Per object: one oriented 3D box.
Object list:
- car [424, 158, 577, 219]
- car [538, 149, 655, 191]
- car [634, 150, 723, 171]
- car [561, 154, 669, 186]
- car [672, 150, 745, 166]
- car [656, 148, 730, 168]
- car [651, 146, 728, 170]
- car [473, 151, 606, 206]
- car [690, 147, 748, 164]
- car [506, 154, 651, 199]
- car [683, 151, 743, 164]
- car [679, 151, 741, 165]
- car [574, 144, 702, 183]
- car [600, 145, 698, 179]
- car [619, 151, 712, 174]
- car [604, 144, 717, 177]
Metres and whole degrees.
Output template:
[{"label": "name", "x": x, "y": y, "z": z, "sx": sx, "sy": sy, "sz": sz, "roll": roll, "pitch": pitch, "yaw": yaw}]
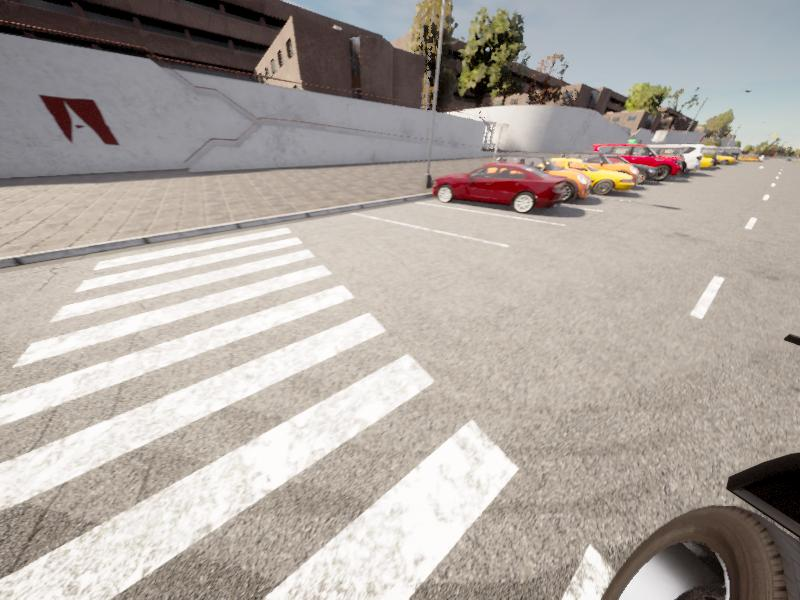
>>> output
[{"label": "car", "x": 3.684, "y": -4.622, "z": 9.180, "sx": 5.008, "sy": 1.535, "sz": 2.097, "roll": 21, "pitch": 40, "yaw": 28}, {"label": "car", "x": 10.963, "y": -7.646, "z": 13.358, "sx": 4.553, "sy": 1.767, "sz": 2.185, "roll": 21, "pitch": 39, "yaw": 28}, {"label": "car", "x": 27.886, "y": -14.211, "z": 23.476, "sx": 5.366, "sy": 1.575, "sz": 1.946, "roll": 22, "pitch": 39, "yaw": 28}, {"label": "car", "x": 13.421, "y": -8.460, "z": 14.852, "sx": 4.674, "sy": 1.452, "sz": 2.002, "roll": 21, "pitch": 39, "yaw": 28}, {"label": "car", "x": 40.381, "y": -18.766, "z": 30.479, "sx": 5.366, "sy": 1.575, "sz": 1.946, "roll": 21, "pitch": 39, "yaw": 28}, {"label": "car", "x": 32.892, "y": -16.135, "z": 26.209, "sx": 4.553, "sy": 1.767, "sz": 2.185, "roll": 21, "pitch": 39, "yaw": 28}, {"label": "car", "x": 30.578, "y": -15.238, "z": 24.650, "sx": 4.442, "sy": 1.987, "sz": 1.878, "roll": 21, "pitch": 39, "yaw": 28}, {"label": "car", "x": 6.090, "y": -5.715, "z": 10.538, "sx": 4.553, "sy": 1.767, "sz": 2.185, "roll": 21, "pitch": 40, "yaw": 28}, {"label": "car", "x": 47.638, "y": -21.775, "z": 34.691, "sx": 4.442, "sy": 1.987, "sz": 1.878, "roll": 22, "pitch": 39, "yaw": 28}, {"label": "car", "x": 8.708, "y": -6.515, "z": 11.914, "sx": 5.366, "sy": 1.575, "sz": 1.946, "roll": 21, "pitch": 39, "yaw": 28}, {"label": "car", "x": 45.101, "y": -20.654, "z": 33.453, "sx": 4.674, "sy": 1.452, "sz": 2.002, "roll": 22, "pitch": 39, "yaw": 28}, {"label": "car", "x": 42.663, "y": -19.724, "z": 32.026, "sx": 4.674, "sy": 1.452, "sz": 2.002, "roll": 22, "pitch": 39, "yaw": 28}, {"label": "car", "x": 15.887, "y": -9.648, "z": 16.097, "sx": 5.566, "sy": 2.045, "sz": 2.435, "roll": 21, "pitch": 39, "yaw": 28}, {"label": "car", "x": 18.392, "y": -10.547, "z": 17.490, "sx": 4.442, "sy": 1.987, "sz": 1.878, "roll": 21, "pitch": 39, "yaw": 28}, {"label": "car", "x": 23.165, "y": -12.283, "z": 20.530, "sx": 5.008, "sy": 1.535, "sz": 2.097, "roll": 22, "pitch": 39, "yaw": 28}, {"label": "car", "x": 20.708, "y": -11.557, "z": 18.966, "sx": 5.566, "sy": 2.045, "sz": 2.435, "roll": 21, "pitch": 40, "yaw": 28}]
